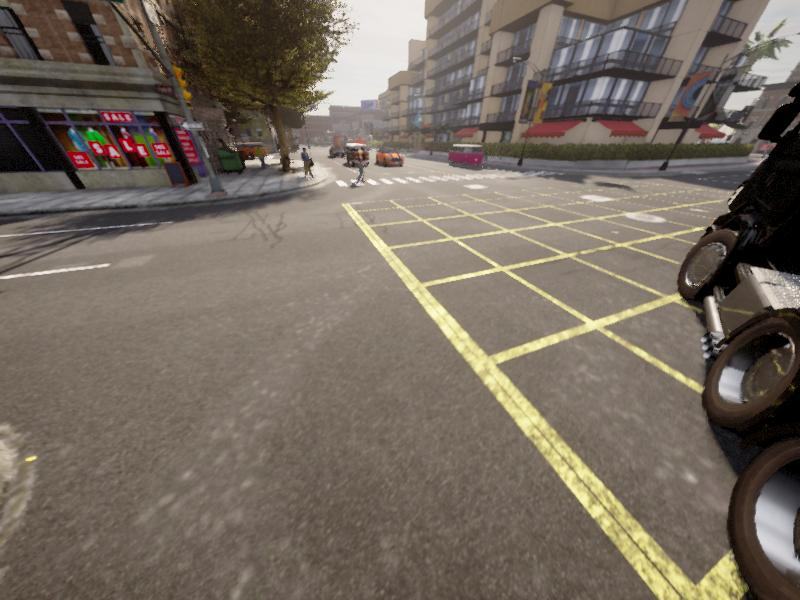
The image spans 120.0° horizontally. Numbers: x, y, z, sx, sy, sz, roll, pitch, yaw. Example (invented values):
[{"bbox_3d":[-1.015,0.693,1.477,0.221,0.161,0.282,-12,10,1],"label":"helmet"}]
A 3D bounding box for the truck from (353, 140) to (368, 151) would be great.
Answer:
[{"bbox_3d":[-10.528,-41.100,61.389,2.627,2.467,5.204,-12,37,-17],"label":"truck"}]

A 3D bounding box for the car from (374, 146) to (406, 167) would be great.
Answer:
[{"bbox_3d":[-1.184,-16.210,25.960,2.097,1.767,4.553,-12,37,-17],"label":"car"}]

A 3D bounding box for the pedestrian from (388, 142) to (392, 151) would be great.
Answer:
[{"bbox_3d":[-2.478,-38.662,58.129,0.751,1.860,0.751,-11,36,-16],"label":"pedestrian"}]

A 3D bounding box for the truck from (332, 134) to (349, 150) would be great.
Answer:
[{"bbox_3d":[-17.567,-46.477,67.947,2.891,3.827,8.468,-12,37,-17],"label":"truck"}]

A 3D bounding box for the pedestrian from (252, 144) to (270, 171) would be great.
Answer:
[{"bbox_3d":[-11.503,-11.813,19.161,0.751,1.860,0.751,-17,38,-23],"label":"pedestrian"}]

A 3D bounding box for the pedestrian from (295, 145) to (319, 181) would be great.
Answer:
[{"bbox_3d":[-5.906,-8.697,14.675,0.751,1.860,0.751,23,41,30],"label":"pedestrian"}]

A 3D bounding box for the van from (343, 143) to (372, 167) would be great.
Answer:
[{"bbox_3d":[-4.737,-16.023,25.453,2.069,2.038,4.480,-12,37,-18],"label":"van"}]

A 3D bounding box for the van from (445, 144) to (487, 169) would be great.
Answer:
[{"bbox_3d":[6.886,-15.456,24.743,1.775,1.987,4.442,-12,37,-17],"label":"van"}]

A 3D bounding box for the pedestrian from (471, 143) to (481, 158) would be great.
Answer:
[{"bbox_3d":[11.791,-23.247,35.864,0.751,1.860,0.751,-12,36,-17],"label":"pedestrian"}]

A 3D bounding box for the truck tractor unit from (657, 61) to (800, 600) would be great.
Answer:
[{"bbox_3d":[4.735,-0.565,1.169,3.053,4.208,6.516,28,43,33],"label":"truck tractor unit"}]

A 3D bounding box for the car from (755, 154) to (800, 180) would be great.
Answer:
[{"bbox_3d":[30.835,-10.462,18.087,3.806,1.475,1.970,-12,36,-17],"label":"car"}]

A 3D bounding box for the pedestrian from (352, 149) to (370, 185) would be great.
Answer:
[{"bbox_3d":[-2.405,-8.193,14.232,0.751,1.860,0.751,-14,37,-20],"label":"pedestrian"}]

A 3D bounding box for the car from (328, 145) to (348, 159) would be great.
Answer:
[{"bbox_3d":[-9.787,-23.237,36.251,2.152,1.651,5.027,-12,36,-17],"label":"car"}]

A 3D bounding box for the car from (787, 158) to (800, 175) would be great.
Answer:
[{"bbox_3d":[37.080,-11.873,20.023,5.238,1.638,1.930,-12,36,-17],"label":"car"}]
